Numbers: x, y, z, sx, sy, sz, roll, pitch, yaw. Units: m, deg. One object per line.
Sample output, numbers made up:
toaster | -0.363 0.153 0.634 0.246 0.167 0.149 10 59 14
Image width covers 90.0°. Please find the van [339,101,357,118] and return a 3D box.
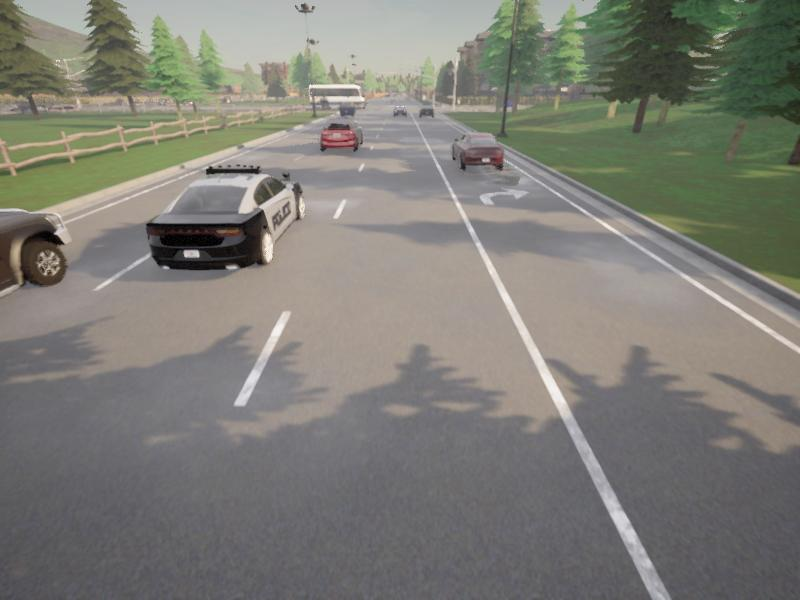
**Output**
van | -6.977 -25.634 53.761 1.775 1.987 4.442 0 28 0

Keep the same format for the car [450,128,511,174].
car | 3.508 -6.912 18.288 1.812 1.442 4.674 0 27 0

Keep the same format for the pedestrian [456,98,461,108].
pedestrian | 11.942 -40.409 81.928 0.751 1.860 0.751 -3 28 -6

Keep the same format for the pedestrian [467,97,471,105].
pedestrian | 16.845 -48.732 97.943 0.751 1.860 0.751 0 27 0

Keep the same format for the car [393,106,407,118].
car | 0.024 -26.250 55.682 1.895 1.301 4.718 0 27 0

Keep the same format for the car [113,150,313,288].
car | -3.494 -2.146 8.909 1.930 1.638 5.238 0 27 0

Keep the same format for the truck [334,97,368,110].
truck | -9.542 -38.729 78.844 6.274 2.098 2.390 0 27 0

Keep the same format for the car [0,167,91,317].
car | -6.996 -0.418 5.330 1.932 1.855 4.605 0 27 0

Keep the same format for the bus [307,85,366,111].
bus | -11.692 -38.134 75.363 10.273 4.253 3.944 0 27 0

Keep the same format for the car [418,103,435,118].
car | 3.523 -25.495 53.850 1.930 1.638 5.238 0 27 0

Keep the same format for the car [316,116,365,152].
car | -3.489 -10.142 24.271 2.242 1.667 4.611 0 27 0
